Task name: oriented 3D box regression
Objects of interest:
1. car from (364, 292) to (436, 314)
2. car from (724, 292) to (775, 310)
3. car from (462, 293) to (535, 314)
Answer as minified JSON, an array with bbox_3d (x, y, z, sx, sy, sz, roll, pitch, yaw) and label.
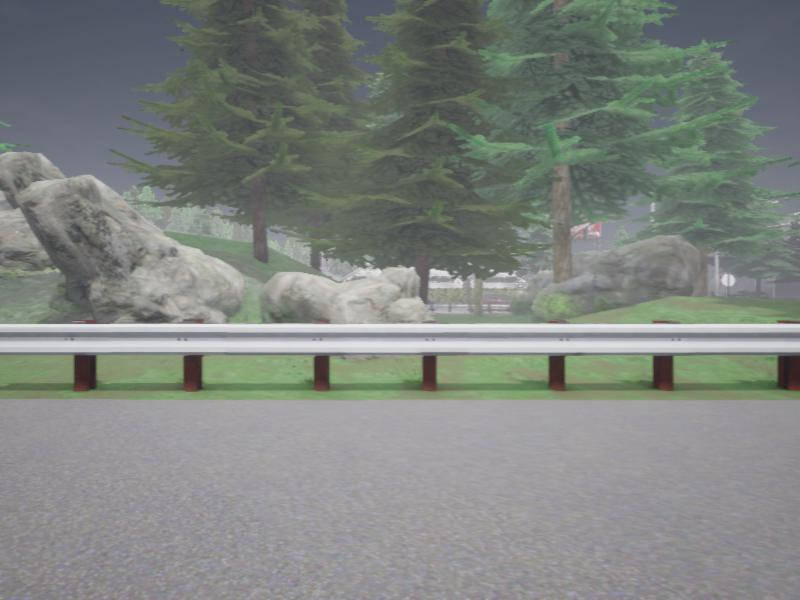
[{"bbox_3d":[0.003,0.219,28.904,5.008,1.535,1.882,0,0,0],"label":"car"},{"bbox_3d":[37.839,0.091,43.377,3.866,1.878,1.905,0,0,-1],"label":"car"},{"bbox_3d":[7.011,0.254,28.891,4.792,1.488,2.163,0,0,0],"label":"car"}]
